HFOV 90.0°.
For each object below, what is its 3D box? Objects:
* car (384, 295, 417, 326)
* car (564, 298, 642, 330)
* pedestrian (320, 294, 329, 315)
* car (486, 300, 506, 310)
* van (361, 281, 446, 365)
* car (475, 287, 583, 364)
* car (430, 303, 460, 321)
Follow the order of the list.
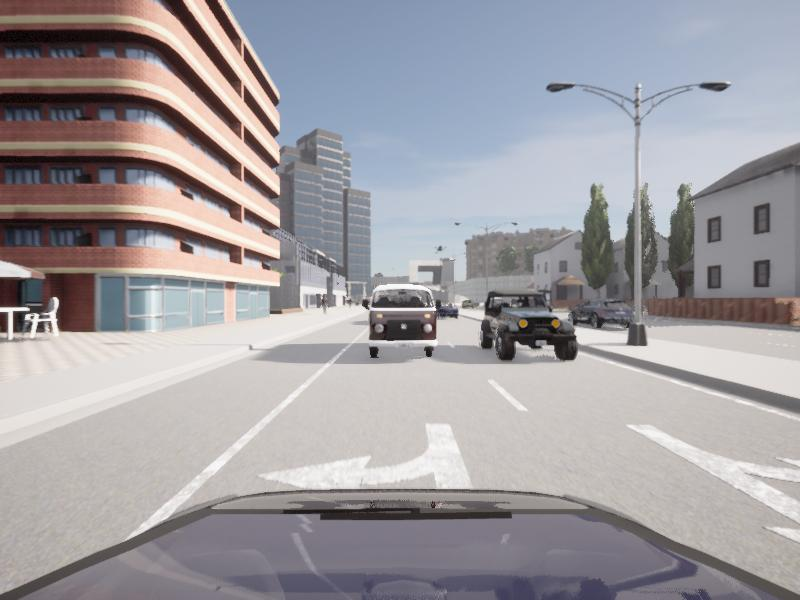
[{"bbox_3d":[0.018,0.607,26.030,1.932,1.855,4.605,0,1,-1],"label":"car"},{"bbox_3d":[11.519,0.739,23.124,2.033,1.649,4.856,0,0,0],"label":"car"},{"bbox_3d":[-6.803,0.426,36.062,0.751,1.860,0.751,0,0,-2],"label":"pedestrian"},{"bbox_3d":[15.106,0.724,63.298,2.038,1.542,4.974,0,0,1],"label":"car"},{"bbox_3d":[-0.032,0.550,12.021,2.069,2.038,4.480,0,0,-3],"label":"van"},{"bbox_3d":[3.509,0.627,11.664,1.905,1.878,3.866,0,0,0],"label":"car"},{"bbox_3d":[3.528,0.891,32.120,1.895,1.301,4.718,0,0,0],"label":"car"}]
